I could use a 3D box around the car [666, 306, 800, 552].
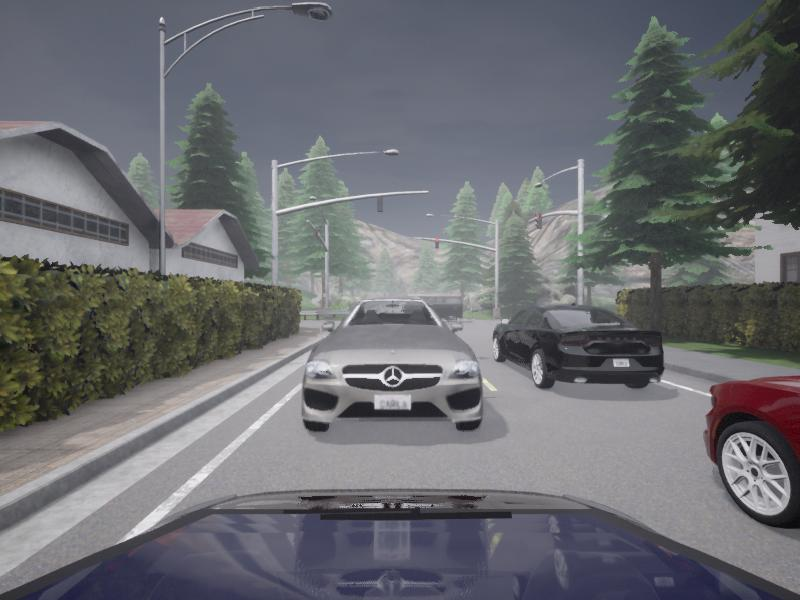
[{"bbox_3d":[3.475,0.823,1.271,1.882,1.535,5.008,0,0,-1],"label":"car"}]

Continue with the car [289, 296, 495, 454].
[{"bbox_3d":[-0.120,0.781,6.705,2.152,1.651,5.027,0,0,-1],"label":"car"}]

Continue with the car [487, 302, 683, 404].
[{"bbox_3d":[3.393,0.823,8.653,1.882,1.535,5.008,0,0,-1],"label":"car"}]

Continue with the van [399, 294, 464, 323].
[{"bbox_3d":[2.159,0.591,28.418,4.442,1.987,1.775,0,0,0],"label":"van"}]
